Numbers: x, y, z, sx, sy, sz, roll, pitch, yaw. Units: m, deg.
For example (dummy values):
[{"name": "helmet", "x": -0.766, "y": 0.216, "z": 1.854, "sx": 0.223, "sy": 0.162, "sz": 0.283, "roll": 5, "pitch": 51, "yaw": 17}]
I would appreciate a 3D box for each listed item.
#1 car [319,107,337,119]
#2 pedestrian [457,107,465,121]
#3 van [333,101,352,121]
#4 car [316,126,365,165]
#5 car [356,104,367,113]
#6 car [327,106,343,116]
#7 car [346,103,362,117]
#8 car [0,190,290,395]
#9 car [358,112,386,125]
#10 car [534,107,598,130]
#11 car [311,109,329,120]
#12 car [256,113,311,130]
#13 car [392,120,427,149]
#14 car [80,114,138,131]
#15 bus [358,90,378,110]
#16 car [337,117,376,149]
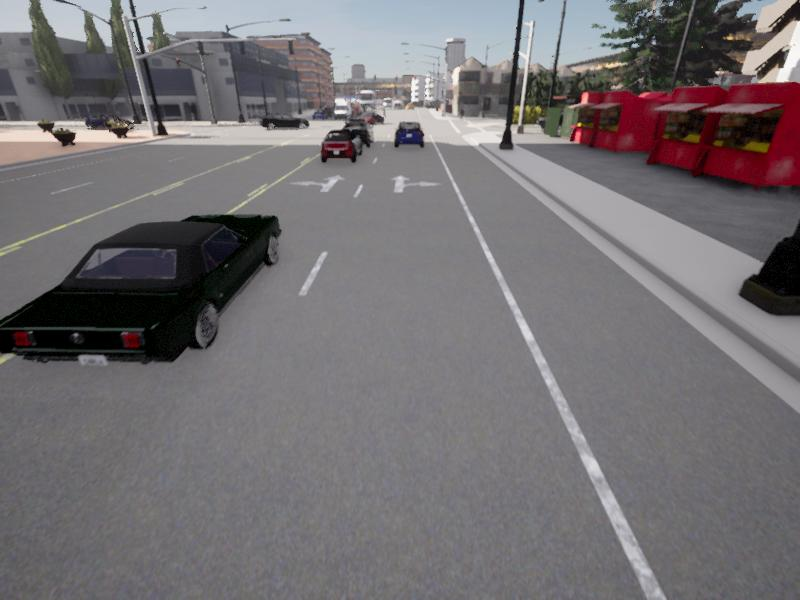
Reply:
[{"name": "car", "x": -12.248, "y": -31.955, "z": 68.216, "sx": 1.930, "sy": 1.638, "sz": 5.238, "roll": 1, "pitch": 27, "yaw": 1}, {"name": "pedestrian", "x": 8.950, "y": -27.174, "z": 58.461, "sx": 0.751, "sy": 1.860, "sz": 0.751, "roll": -6, "pitch": 27, "yaw": -12}, {"name": "van", "x": -8.898, "y": -29.515, "z": 62.367, "sx": 1.988, "sy": 2.561, "sz": 5.915, "roll": 1, "pitch": 27, "yaw": 1}, {"name": "car", "x": -3.025, "y": -8.233, "z": 21.092, "sx": 1.816, "sy": 1.474, "sz": 4.193, "roll": 1, "pitch": 27, "yaw": 1}, {"name": "car", "x": -8.267, "y": -41.525, "z": 86.666, "sx": 1.816, "sy": 1.474, "sz": 4.193, "roll": 1, "pitch": 28, "yaw": 1}, {"name": "car", "x": -12.087, "y": -35.262, "z": 74.730, "sx": 1.882, "sy": 1.535, "sz": 5.008, "roll": 1, "pitch": 27, "yaw": 1}, {"name": "car", "x": -8.572, "y": -35.589, "z": 74.804, "sx": 2.150, "sy": 2.045, "sz": 5.566, "roll": 1, "pitch": 27, "yaw": 1}, {"name": "car", "x": -3.417, "y": -0.588, "z": 6.370, "sx": 1.895, "sy": 1.301, "sz": 4.718, "roll": 1, "pitch": 27, "yaw": 1}, {"name": "car", "x": -3.530, "y": -23.264, "z": 51.177, "sx": 1.994, "sy": 1.385, "sz": 4.181, "roll": 9, "pitch": 28, "yaw": 17}, {"name": "car", "x": 17.110, "y": -18.855, "z": 41.518, "sx": 5.566, "sy": 2.045, "sz": 2.150, "roll": 1, "pitch": 26, "yaw": 2}, {"name": "car", "x": -12.425, "y": -28.748, "z": 62.028, "sx": 1.816, "sy": 1.474, "sz": 4.193, "roll": 0, "pitch": 26, "yaw": 1}, {"name": "car", "x": -11.997, "y": -18.481, "z": 41.359, "sx": 5.008, "sy": 1.535, "sz": 1.882, "roll": -11, "pitch": 29, "yaw": -22}, {"name": "car", "x": 0.638, "y": -11.228, "z": 26.970, "sx": 2.163, "sy": 1.488, "sz": 4.792, "roll": 1, "pitch": 27, "yaw": 1}, {"name": "car", "x": -28.882, "y": -17.707, "z": 39.808, "sx": 4.193, "sy": 1.474, "sz": 1.816, "roll": 1, "pitch": 26, "yaw": 2}, {"name": "bus", "x": -7.801, "y": -49.407, "z": 98.947, "sx": 3.944, "sy": 4.253, "sz": 10.273, "roll": 1, "pitch": 27, "yaw": 1}, {"name": "car", "x": -2.848, "y": -11.425, "z": 27.186, "sx": 1.930, "sy": 1.638, "sz": 5.238, "roll": 1, "pitch": 27, "yaw": 1}]
